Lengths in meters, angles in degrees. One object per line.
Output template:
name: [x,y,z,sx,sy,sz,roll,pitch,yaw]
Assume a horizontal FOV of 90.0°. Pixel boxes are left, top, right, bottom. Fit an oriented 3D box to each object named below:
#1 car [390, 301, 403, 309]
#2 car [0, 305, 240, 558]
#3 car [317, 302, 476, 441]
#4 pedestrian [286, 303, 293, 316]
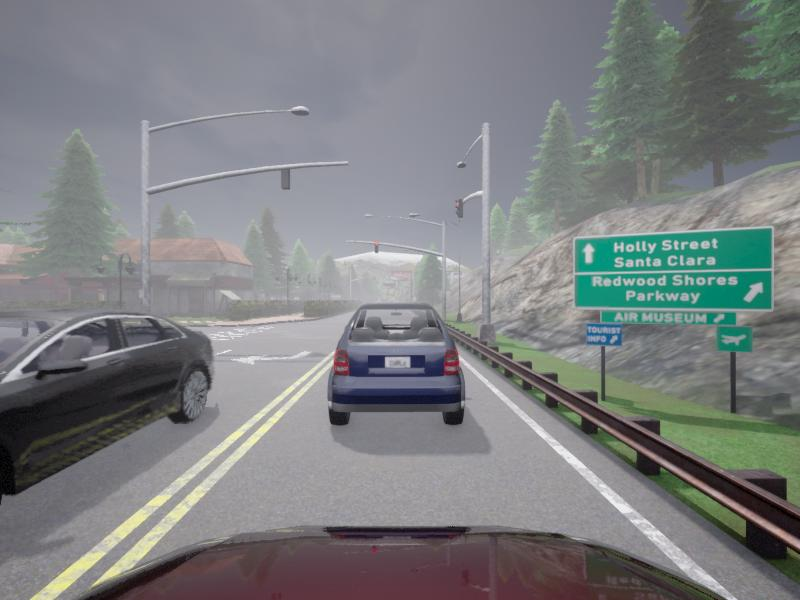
car: [-0.666,0.851,69.640,2.163,1.488,4.792,0,0,-1]
car: [-3.544,0.835,3.800,2.128,1.511,4.902,0,0,-1]
car: [-0.060,0.815,6.371,1.789,1.549,3.705,0,0,-1]
pedestrian: [-10.056,0.865,36.324,0.500,1.100,0.500,0,0,1]
